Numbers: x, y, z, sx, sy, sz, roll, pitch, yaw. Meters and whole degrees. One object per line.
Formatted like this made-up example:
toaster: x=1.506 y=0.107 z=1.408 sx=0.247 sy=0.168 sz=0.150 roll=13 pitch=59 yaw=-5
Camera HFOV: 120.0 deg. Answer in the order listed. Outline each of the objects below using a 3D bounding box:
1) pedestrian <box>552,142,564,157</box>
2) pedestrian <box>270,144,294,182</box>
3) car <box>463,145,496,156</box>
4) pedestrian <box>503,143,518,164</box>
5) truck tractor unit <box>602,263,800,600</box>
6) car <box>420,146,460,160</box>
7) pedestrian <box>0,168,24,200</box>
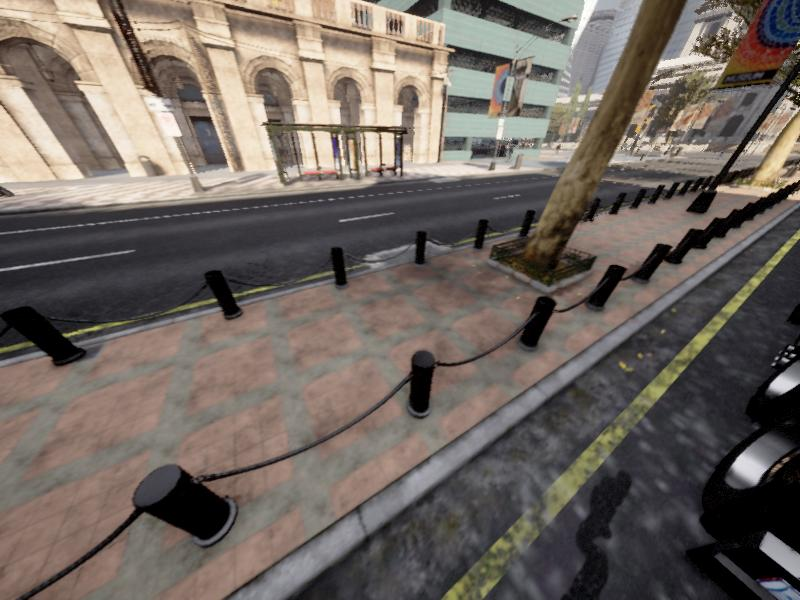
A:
pedestrian: x=24.839 y=-23.649 z=36.290 sx=0.751 sy=1.860 sz=0.751 roll=29 pitch=44 yaw=35
pedestrian: x=-6.923 y=-8.057 z=13.586 sx=0.751 sy=1.860 sz=0.751 roll=-18 pitch=39 yaw=-25
car: x=13.253 y=-24.998 z=38.528 sx=4.902 sy=1.511 sz=2.128 roll=-18 pitch=39 yaw=-25
pedestrian: x=12.053 y=-15.994 z=25.170 sx=0.751 sy=1.860 sz=0.751 roll=-15 pitch=38 yaw=-20
truck tractor unit: x=5.113 y=-0.299 z=0.786 sx=6.516 sy=4.208 sz=3.053 roll=-18 pitch=39 yaw=-24
car: x=5.290 y=-19.645 z=30.831 sx=4.786 sy=1.482 sz=2.161 roll=-18 pitch=39 yaw=-25
pedestrian: x=-16.581 y=-5.056 z=9.184 sx=0.751 sy=1.860 sz=0.751 roll=-25 pitch=42 yaw=-32
